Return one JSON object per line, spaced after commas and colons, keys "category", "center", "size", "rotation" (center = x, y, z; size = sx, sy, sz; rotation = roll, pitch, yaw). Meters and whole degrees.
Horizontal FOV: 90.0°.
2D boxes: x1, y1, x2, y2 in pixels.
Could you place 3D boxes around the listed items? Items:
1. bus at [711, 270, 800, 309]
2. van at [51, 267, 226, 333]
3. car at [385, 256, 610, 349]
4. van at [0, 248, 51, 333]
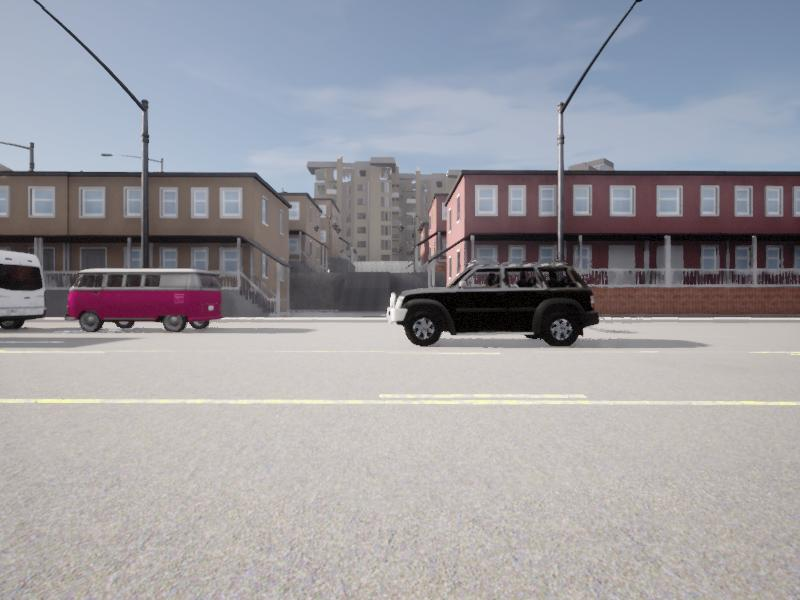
{"category": "bus", "center": [44.217, -1.134, 49.193], "size": [3.944, 4.253, 10.273], "rotation": [0, 0, 1]}
{"category": "van", "center": [-8.194, -0.007, 12.806], "size": [4.442, 1.987, 1.775], "rotation": [0, 0, 1]}
{"category": "car", "center": [2.013, 0.049, 9.191], "size": [4.605, 1.855, 1.932], "rotation": [-1, 0, 1]}
{"category": "van", "center": [-15.030, -0.278, 12.886], "size": [5.915, 2.561, 1.988], "rotation": [0, 0, 1]}
